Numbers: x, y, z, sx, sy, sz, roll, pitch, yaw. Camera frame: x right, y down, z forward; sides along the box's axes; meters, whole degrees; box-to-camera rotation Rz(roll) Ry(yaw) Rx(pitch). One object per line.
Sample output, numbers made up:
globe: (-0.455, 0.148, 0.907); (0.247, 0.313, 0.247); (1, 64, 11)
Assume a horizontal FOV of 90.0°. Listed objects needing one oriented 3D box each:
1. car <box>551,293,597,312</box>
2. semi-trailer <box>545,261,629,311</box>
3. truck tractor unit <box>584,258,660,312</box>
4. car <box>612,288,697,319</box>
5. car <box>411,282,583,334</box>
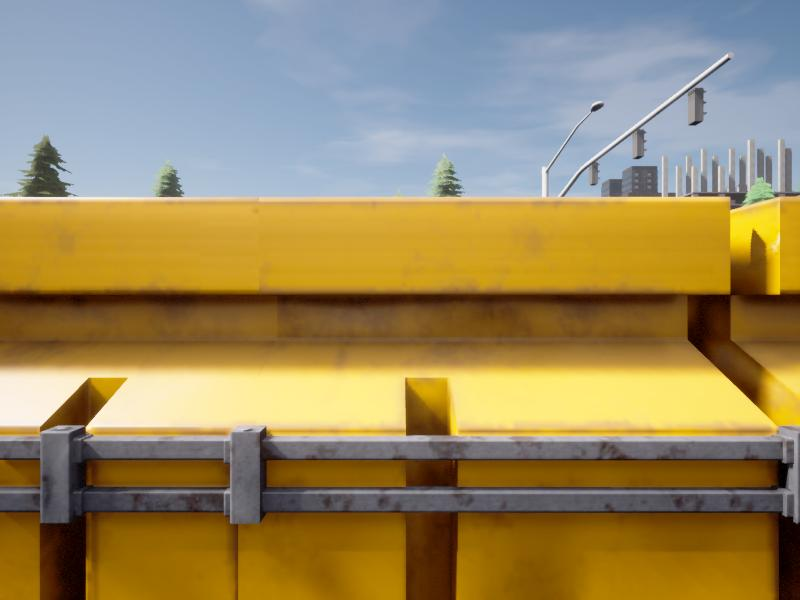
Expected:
car: (15.170, 0.220, 35.276); (2.038, 1.542, 4.974); (0, 0, 2)
semi-trailer: (18.926, -1.220, 42.083); (2.717, 4.402, 14.254); (0, 0, 2)
truck tractor unit: (18.635, -1.126, 34.178); (3.053, 4.208, 6.516); (0, 0, 2)
car: (14.729, 0.168, 23.599); (1.930, 1.638, 5.238); (0, 0, 3)
car: (2.837, 0.237, 12.654); (4.902, 1.511, 2.128); (0, 0, -1)
